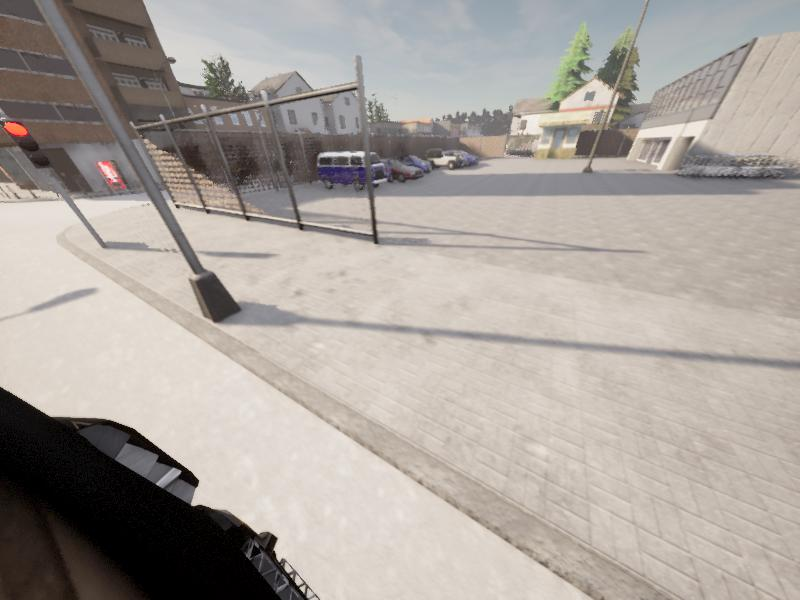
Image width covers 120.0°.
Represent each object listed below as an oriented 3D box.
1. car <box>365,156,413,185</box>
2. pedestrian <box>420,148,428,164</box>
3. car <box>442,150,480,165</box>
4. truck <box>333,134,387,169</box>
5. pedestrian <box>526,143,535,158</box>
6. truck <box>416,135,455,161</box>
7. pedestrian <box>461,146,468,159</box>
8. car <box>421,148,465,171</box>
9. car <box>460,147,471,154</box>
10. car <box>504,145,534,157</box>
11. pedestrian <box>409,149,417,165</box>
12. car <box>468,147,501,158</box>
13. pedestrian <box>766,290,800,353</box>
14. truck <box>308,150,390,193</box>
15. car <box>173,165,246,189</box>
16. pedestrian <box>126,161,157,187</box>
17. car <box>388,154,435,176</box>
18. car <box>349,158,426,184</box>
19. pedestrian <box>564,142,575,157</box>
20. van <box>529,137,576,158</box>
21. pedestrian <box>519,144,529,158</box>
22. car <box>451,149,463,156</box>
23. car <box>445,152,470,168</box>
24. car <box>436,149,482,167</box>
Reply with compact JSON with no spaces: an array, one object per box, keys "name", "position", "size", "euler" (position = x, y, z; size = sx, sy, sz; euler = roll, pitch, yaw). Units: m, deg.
[{"name":"car","position":[-0.708,-9.766,17.268],"size":[1.789,1.547,3.705],"euler":[16,38,26]},{"name":"pedestrian","position":[3.385,-20.568,32.991],"size":[0.751,1.860,0.751],"euler":[24,41,34]},{"name":"car","position":[7.721,-18.152,29.464],"size":[4.193,1.474,1.816],"euler":[16,38,26]},{"name":"truck","position":[-5.504,-22.029,34.215],"size":[2.891,3.827,8.468],"euler":[16,38,26]},{"name":"pedestrian","position":[20.600,-23.585,36.472],"size":[0.751,1.860,0.751],"euler":[18,38,27]},{"name":"truck","position":[6.753,-28.824,43.729],"size":[2.891,3.827,8.468],"euler":[24,42,34]},{"name":"pedestrian","position":[11.182,-25.609,40.136],"size":[0.751,1.860,0.751],"euler":[12,36,21]},{"name":"car","position":[4.392,-14.510,23.842],"size":[3.866,1.878,1.905],"euler":[16,38,26]},{"name":"car","position":[20.306,-46.257,71.462],"size":[1.932,1.855,4.605],"euler":[16,38,26]},{"name":"car","position":[22.447,-28.165,43.698],"size":[4.611,1.667,2.242],"euler":[16,38,26]},{"name":"pedestrian","position":[1.778,-19.259,31.108],"size":[0.751,1.860,0.751],"euler":[23,41,33]},{"name":"car","position":[15.847,-27.547,43.260],"size":[5.366,1.575,1.801],"euler":[16,37,25]},{"name":"pedestrian","position":[4.848,-0.213,2.054],"size":[0.751,1.860,0.751],"euler":[17,38,27]},{"name":"truck","position":[-3.096,-7.992,14.294],"size":[4.478,2.038,2.069],"euler":[16,38,26]},{"name":"car","position":[-16.095,-10.584,19.774],"size":[1.994,1.385,4.181],"euler":[16,38,26]},{"name":"pedestrian","position":[-21.486,-10.466,19.243],"size":[0.751,1.860,0.751],"euler":[3,34,8]},{"name":"car","position":[1.030,-12.088,20.694],"size":[3.633,1.501,1.845],"euler":[16,38,26]},{"name":"car","position":[-0.957,-9.635,17.215],"size":[5.357,1.415,2.033],"euler":[16,38,26]},{"name":"pedestrian","position":[24.799,-22.019,33.831],"size":[0.751,1.860,0.751],"euler":[22,41,32]},{"name":"van","position":[25.070,-25.209,38.267],"size":[5.915,2.561,1.988],"euler":[16,38,26]},{"name":"pedestrian","position":[19.554,-23.565,36.507],"size":[0.751,1.860,0.751],"euler":[24,41,34]},{"name":"car","position":[16.373,-42.247,65.971],"size":[1.837,1.490,4.892],"euler":[16,38,26]},{"name":"car","position":[6.230,-15.180,25.121],"size":[2.207,1.379,1.481],"euler":[16,38,26]},{"name":"car","position":[6.766,-16.466,26.847],"size":[4.611,1.667,2.242],"euler":[16,38,26]}]
